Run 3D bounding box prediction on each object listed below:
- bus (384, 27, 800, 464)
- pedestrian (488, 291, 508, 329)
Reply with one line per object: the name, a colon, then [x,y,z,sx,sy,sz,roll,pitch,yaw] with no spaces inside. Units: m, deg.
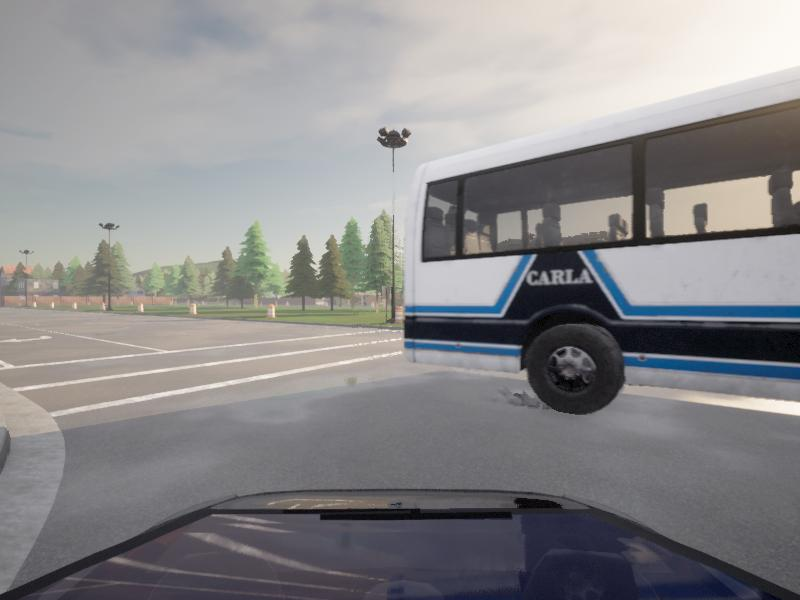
bus: [5.026,-0.530,5.502,10.273,4.253,3.944,-1,0,37]
pedestrian: [4.882,0.485,19.837,0.751,1.860,0.751,0,0,34]
